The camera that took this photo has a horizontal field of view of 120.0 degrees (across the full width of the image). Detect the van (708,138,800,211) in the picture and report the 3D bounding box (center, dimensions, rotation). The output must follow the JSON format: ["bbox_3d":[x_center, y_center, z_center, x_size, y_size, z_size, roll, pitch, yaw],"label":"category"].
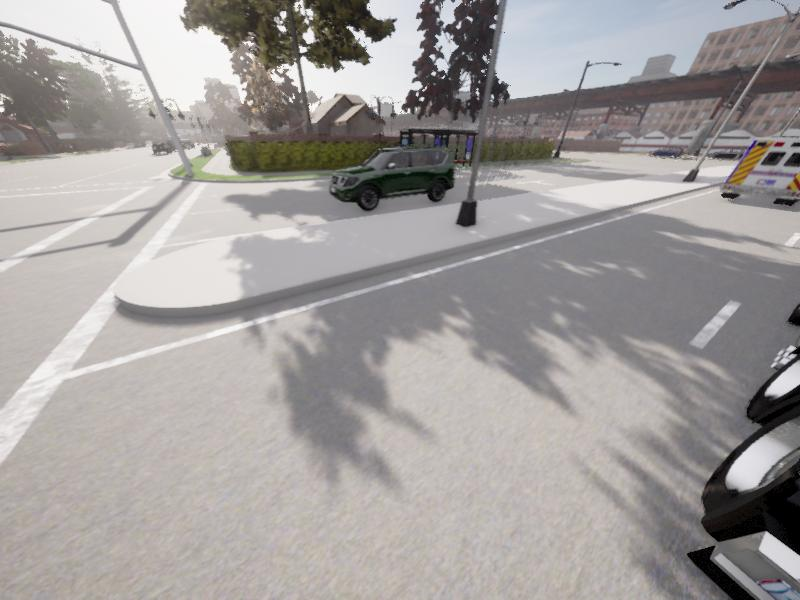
[{"bbox_3d":[18.062,-6.093,10.826,6.366,2.431,2.351,-18,39,-24],"label":"van"}]

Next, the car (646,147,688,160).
[{"bbox_3d":[42.364,-23.434,36.777,1.789,1.549,3.705,-18,39,-24],"label":"car"}]

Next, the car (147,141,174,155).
[{"bbox_3d":[-40.092,-25.625,38.844,1.932,1.855,4.605,-18,39,-25],"label":"car"}]

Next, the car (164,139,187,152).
[{"bbox_3d":[-47.223,-32.633,48.703,2.150,2.045,5.566,-18,39,-25],"label":"car"}]

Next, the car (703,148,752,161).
[{"bbox_3d":[48.283,-21.526,34.108,1.845,1.501,3.633,-18,39,-24],"label":"car"}]

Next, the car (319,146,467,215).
[{"bbox_3d":[-0.145,-5.283,9.818,5.566,2.045,2.150,-18,39,-24],"label":"car"}]

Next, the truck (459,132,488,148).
[{"bbox_3d":[22.157,-48.861,70.594,2.891,3.827,8.468,-18,40,-24],"label":"truck"}]

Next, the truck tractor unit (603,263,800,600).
[{"bbox_3d":[5.108,-0.303,0.791,6.516,4.208,3.053,-18,39,-24],"label":"truck tractor unit"}]

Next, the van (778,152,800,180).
[{"bbox_3d":[31.787,-10.611,17.358,5.915,2.561,1.988,-18,39,-25],"label":"van"}]
